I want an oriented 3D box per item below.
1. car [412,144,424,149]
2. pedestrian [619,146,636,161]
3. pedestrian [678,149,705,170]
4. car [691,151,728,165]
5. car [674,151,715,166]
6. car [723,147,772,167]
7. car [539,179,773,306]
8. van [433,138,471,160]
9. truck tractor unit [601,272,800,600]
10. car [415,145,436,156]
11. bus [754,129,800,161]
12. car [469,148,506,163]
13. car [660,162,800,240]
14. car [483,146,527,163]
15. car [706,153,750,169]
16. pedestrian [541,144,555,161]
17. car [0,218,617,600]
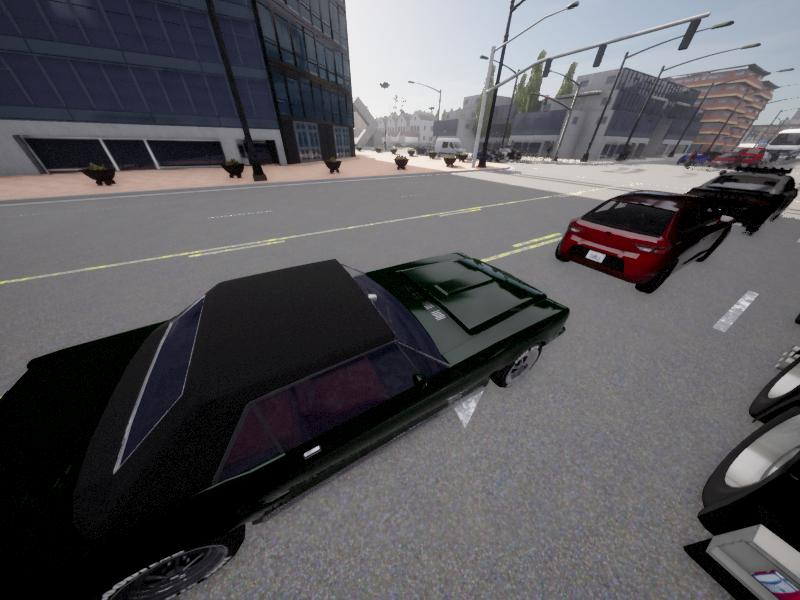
[{"bbox_3d":[6.371,-54.539,81.995,2.033,1.411,5.357,-14,37,-21],"label":"car"},{"bbox_3d":[32.953,-21.221,33.489,0.751,1.860,0.751,-9,36,-14],"label":"pedestrian"},{"bbox_3d":[30.755,-14.854,24.417,0.751,1.860,0.751,10,36,13],"label":"pedestrian"},{"bbox_3d":[45.125,-20.756,33.659,4.892,1.490,1.837,-18,39,-24],"label":"car"},{"bbox_3d":[39.478,-19.017,30.986,5.008,1.535,1.882,-17,38,-24],"label":"car"},{"bbox_3d":[45.969,-18.957,30.585,5.566,2.045,2.150,-17,39,-24],"label":"car"},{"bbox_3d":[5.383,-1.535,4.958,4.193,1.474,1.816,-18,39,-24],"label":"car"},{"bbox_3d":[7.755,-23.166,35.291,1.988,2.561,5.915,-17,38,-24],"label":"van"},{"bbox_3d":[5.122,-0.289,0.764,6.516,4.208,3.053,-18,39,-24],"label":"truck tractor unit"},{"bbox_3d":[4.432,-26.086,40.340,1.845,1.501,3.633,-17,39,-25],"label":"car"},{"bbox_3d":[66.579,-26.519,39.355,10.273,4.253,3.944,-18,39,-23],"label":"bus"},{"bbox_3d":[11.376,-18.977,30.233,1.816,1.474,4.193,-17,38,-24],"label":"car"},{"bbox_3d":[11.685,-3.589,7.852,5.238,1.638,1.930,-18,39,-24],"label":"car"},{"bbox_3d":[14.254,-20.059,31.749,1.930,1.638,5.238,-17,38,-24],"label":"car"},{"bbox_3d":[38.809,-16.471,27.359,4.674,1.442,1.812,-17,39,-24],"label":"car"},{"bbox_3d":[19.705,-19.659,30.829,0.751,1.860,0.751,-3,35,-6],"label":"pedestrian"},{"bbox_3d":[-0.487,0.415,2.264,4.718,1.301,1.895,-18,39,-24],"label":"car"}]
